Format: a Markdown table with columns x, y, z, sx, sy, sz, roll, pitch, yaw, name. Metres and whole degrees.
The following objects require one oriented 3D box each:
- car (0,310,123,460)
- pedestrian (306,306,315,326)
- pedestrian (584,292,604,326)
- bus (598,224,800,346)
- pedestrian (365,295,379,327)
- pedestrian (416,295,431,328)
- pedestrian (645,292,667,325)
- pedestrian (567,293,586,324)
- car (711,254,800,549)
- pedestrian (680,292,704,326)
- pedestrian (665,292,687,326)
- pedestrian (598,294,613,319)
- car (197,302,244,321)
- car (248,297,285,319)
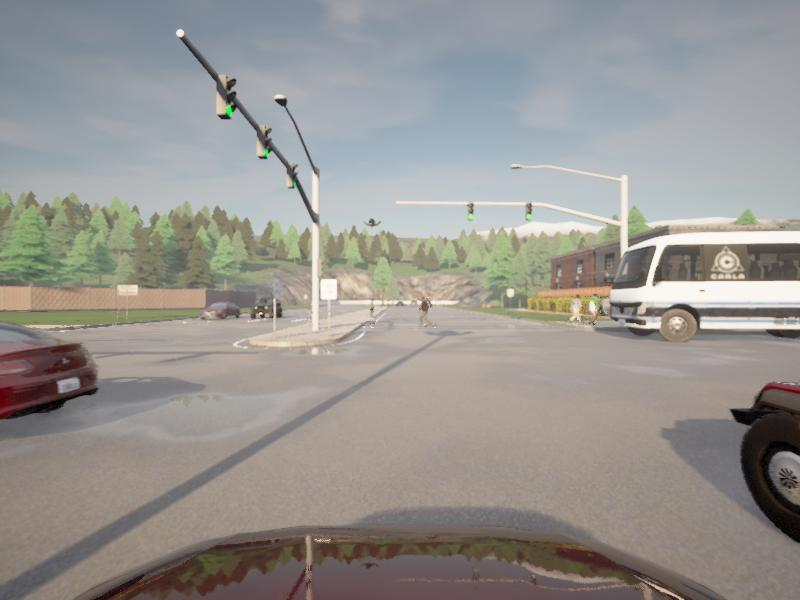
| x | y | z | sx | sy | sz | roll | pitch | yaw | name |
| --- | --- | --- | --- | --- | --- | --- | --- | --- | --- |
| -6.317 | 0.873 | 4.838 | 4.674 | 1.442 | 1.812 | 0 | 0 | -1 | car |
| -4.933 | 0.879 | 22.042 | 0.500 | 1.100 | 0.500 | 0 | 0 | -14 | pedestrian |
| 10.711 | 0.473 | 22.116 | 0.751 | 1.860 | 0.751 | 0 | 0 | -4 | pedestrian |
| 14.015 | -0.524 | 15.941 | 10.273 | 4.253 | 3.944 | 0 | 0 | 6 | bus |
| -1.658 | 0.652 | 23.803 | 0.751 | 1.860 | 0.751 | 0 | 0 | -1 | pedestrian |
| 1.333 | 0.652 | 22.692 | 0.751 | 1.860 | 0.751 | 0 | 0 | -6 | pedestrian |
| 14.621 | 0.459 | 22.858 | 0.751 | 1.860 | 0.751 | 0 | 0 | 0 | pedestrian |
| 10.543 | 0.500 | 23.963 | 0.751 | 1.860 | 0.751 | 0 | 0 | -7 | pedestrian |
| 3.502 | 0.648 | 1.337 | 1.905 | 1.878 | 3.866 | 0 | 0 | 0 | car |
| 16.198 | 0.499 | 22.210 | 0.751 | 1.860 | 0.751 | 0 | 0 | -12 | pedestrian |
| 15.387 | 0.478 | 22.294 | 0.751 | 1.860 | 0.751 | 0 | 0 | -24 | pedestrian |
| 15.826 | 0.504 | 30.847 | 0.751 | 1.860 | 0.751 | 0 | 0 | 0 | pedestrian |
| -15.032 | 0.891 | 33.779 | 1.812 | 1.442 | 4.674 | 0 | 0 | 0 | car |
| -11.533 | 0.669 | 34.869 | 1.905 | 1.878 | 3.866 | 0 | 0 | 0 | car |
